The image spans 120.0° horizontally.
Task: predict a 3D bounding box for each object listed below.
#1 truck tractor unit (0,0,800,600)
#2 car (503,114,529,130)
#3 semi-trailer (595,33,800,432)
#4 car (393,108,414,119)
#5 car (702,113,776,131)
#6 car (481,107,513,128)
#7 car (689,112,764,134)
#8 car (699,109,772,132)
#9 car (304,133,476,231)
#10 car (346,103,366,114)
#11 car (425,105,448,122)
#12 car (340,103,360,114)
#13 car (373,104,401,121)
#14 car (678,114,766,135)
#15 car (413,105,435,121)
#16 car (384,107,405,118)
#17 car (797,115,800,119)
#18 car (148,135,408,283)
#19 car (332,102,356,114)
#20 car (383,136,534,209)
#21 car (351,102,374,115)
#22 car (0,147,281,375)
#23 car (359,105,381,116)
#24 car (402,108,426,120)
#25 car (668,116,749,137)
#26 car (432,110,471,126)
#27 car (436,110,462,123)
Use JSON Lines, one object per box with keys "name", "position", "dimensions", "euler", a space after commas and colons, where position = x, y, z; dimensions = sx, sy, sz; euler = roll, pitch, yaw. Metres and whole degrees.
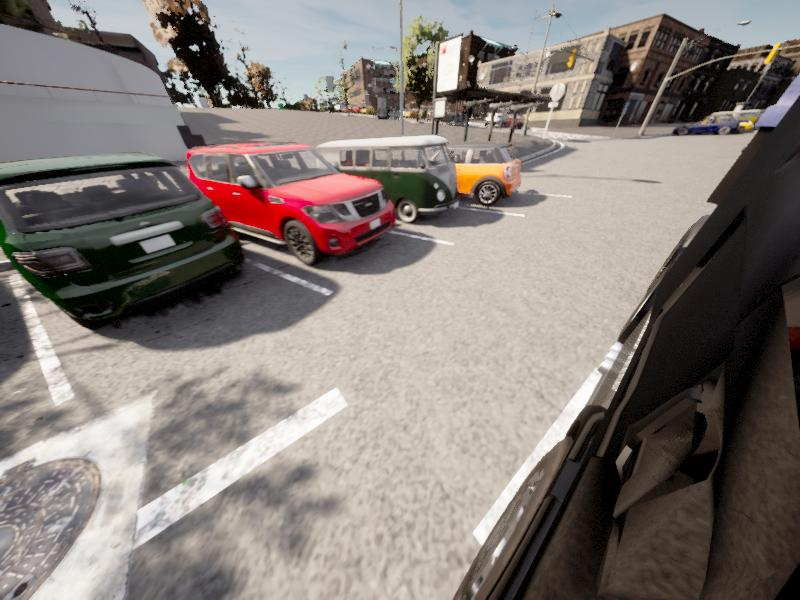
{"name": "truck tractor unit", "position": [2.645, -0.295, 0.352], "dimensions": [6.516, 4.208, 3.053], "euler": [-28, 44, -30]}
{"name": "car", "position": [15.459, -23.655, 30.696], "dimensions": [2.002, 1.452, 4.674], "euler": [24, 43, 23]}
{"name": "semi-trailer", "position": [8.829, -3.551, 4.035], "dimensions": [14.254, 4.402, 2.717], "euler": [-27, 44, -28]}
{"name": "car", "position": [0.701, -36.376, 45.022], "dimensions": [2.002, 1.452, 4.674], "euler": [24, 43, 23]}
{"name": "car", "position": [43.280, -22.825, 29.755], "dimensions": [4.892, 1.521, 2.231], "euler": [23, 43, 32]}
{"name": "car", "position": [13.637, -25.482, 32.317], "dimensions": [2.435, 2.045, 5.566], "euler": [24, 43, 23]}
{"name": "car", "position": [38.123, -20.867, 27.263], "dimensions": [4.553, 1.767, 2.185], "euler": [23, 43, 31]}
{"name": "car", "position": [40.796, -21.938, 28.350], "dimensions": [4.442, 1.987, 1.878], "euler": [23, 43, 31]}
{"name": "car", "position": [-0.381, -3.662, 6.934], "dimensions": [4.442, 1.987, 1.878], "euler": [19, 41, 27]}
{"name": "car", "position": [-10.515, -45.980, 55.574], "dimensions": [2.185, 1.767, 4.553], "euler": [22, 43, 22]}
{"name": "car", "position": [6.192, -31.744, 39.395], "dimensions": [1.878, 1.987, 4.442], "euler": [24, 43, 23]}
{"name": "car", "position": [-12.364, -47.541, 57.389], "dimensions": [2.185, 1.767, 4.553], "euler": [21, 41, 23]}
{"name": "car", "position": [-2.079, -29.603, 36.379], "dimensions": [1.932, 1.855, 4.605], "euler": [-25, 48, -30]}
{"name": "car", "position": [35.751, -19.649, 25.989], "dimensions": [5.366, 1.575, 1.946], "euler": [22, 43, 31]}
{"name": "car", "position": [4.342, -33.336, 41.188], "dimensions": [1.878, 1.987, 4.442], "euler": [24, 43, 23]}
{"name": "car", "position": [-1.161, -37.962, 46.807], "dimensions": [2.002, 1.452, 4.674], "euler": [24, 43, 23]}
{"name": "car", "position": [90.855, -40.142, 49.349], "dimensions": [5.566, 2.045, 2.435], "euler": [27, 46, 35]}
{"name": "car", "position": [-2.840, -2.540, 5.545], "dimensions": [5.566, 2.045, 2.435], "euler": [18, 41, 27]}
{"name": "car", "position": [-14.251, -49.060, 59.080], "dimensions": [2.435, 2.045, 5.566], "euler": [20, 40, 26]}
{"name": "car", "position": [1.948, -4.762, 8.432], "dimensions": [4.553, 1.767, 2.185], "euler": [19, 42, 27]}
{"name": "car", "position": [-8.606, -44.492, 53.713], "dimensions": [2.435, 2.045, 5.566], "euler": [23, 43, 22]}
{"name": "car", "position": [-5.271, -1.379, 4.143], "dimensions": [5.566, 2.045, 2.435], "euler": [18, 42, 27]}
{"name": "car", "position": [-6.634, -42.834, 52.241], "dimensions": [1.946, 1.575, 5.366], "euler": [23, 43, 22]}
{"name": "car", "position": [2.644, -34.913, 43.326], "dimensions": [1.946, 1.575, 5.366], "euler": [24, 43, 23]}
{"name": "car", "position": [33.003, -18.726, 25.005], "dimensions": [4.792, 1.488, 2.163], "euler": [22, 43, 31]}
{"name": "car", "position": [7.071, -25.420, 32.229], "dimensions": [2.128, 1.511, 4.902], "euler": [-25, 47, -30]}
{"name": "car", "position": [8.076, -30.038, 37.825], "dimensions": [2.231, 1.521, 4.892], "euler": [24, 43, 23]}
